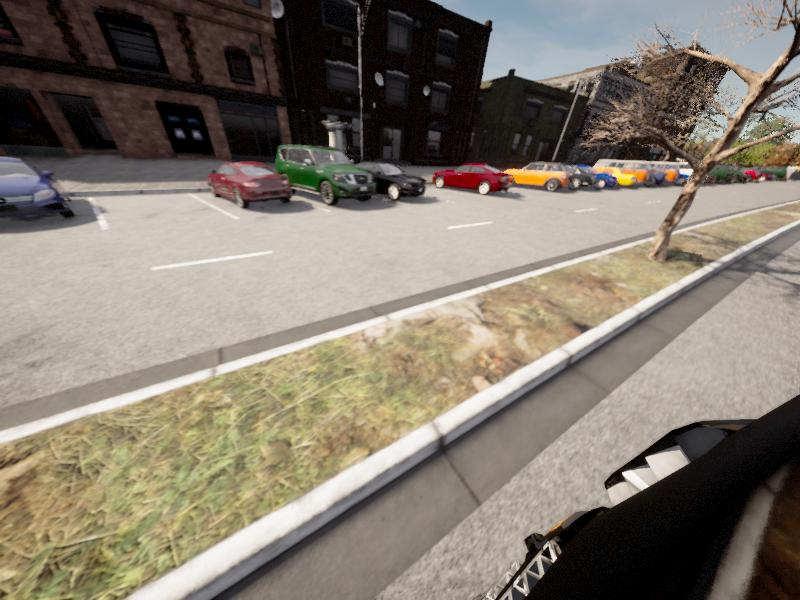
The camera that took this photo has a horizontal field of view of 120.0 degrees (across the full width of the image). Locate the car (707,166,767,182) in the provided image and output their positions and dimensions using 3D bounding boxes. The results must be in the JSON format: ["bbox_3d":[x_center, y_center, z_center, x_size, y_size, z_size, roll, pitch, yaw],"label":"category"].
[{"bbox_3d":[50.121,-18.894,34.543,4.553,1.767,2.185,29,41,35],"label":"car"}]

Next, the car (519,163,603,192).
[{"bbox_3d":[12.430,-9.720,18.106,4.892,1.521,2.231,28,41,34],"label":"car"}]

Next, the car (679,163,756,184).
[{"bbox_3d":[42.052,-17.075,30.966,5.566,2.045,2.435,29,41,34],"label":"car"}]

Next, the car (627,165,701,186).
[{"bbox_3d":[28.568,-13.650,25.245,5.008,1.535,2.097,29,41,34],"label":"car"}]

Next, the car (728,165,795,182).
[{"bbox_3d":[60.902,-21.599,39.183,5.566,2.045,2.435,29,42,35],"label":"car"}]

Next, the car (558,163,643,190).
[{"bbox_3d":[17.658,-11.124,20.614,5.366,1.575,1.946,28,41,34],"label":"car"}]

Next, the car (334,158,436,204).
[{"bbox_3d":[-0.909,-6.282,11.910,5.008,1.535,2.097,27,40,32],"label":"car"}]

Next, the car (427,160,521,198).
[{"bbox_3d":[4.401,-7.681,14.421,5.008,1.535,2.097,27,41,33],"label":"car"}]

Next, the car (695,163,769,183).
[{"bbox_3d":[47.437,-18.363,33.314,5.566,2.045,2.435,29,41,34],"label":"car"}]

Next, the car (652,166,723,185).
[{"bbox_3d":[33.948,-14.940,27.594,5.008,1.535,2.097,29,41,34],"label":"car"}]

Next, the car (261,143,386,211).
[{"bbox_3d":[-3.514,-5.764,10.475,5.566,2.045,2.435,26,40,32],"label":"car"}]

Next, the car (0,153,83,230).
[{"bbox_3d":[-11.419,-3.325,6.728,4.674,1.452,2.002,26,39,31],"label":"car"}]

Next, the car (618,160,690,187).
[{"bbox_3d":[25.972,-13.147,23.881,4.442,1.987,1.878,29,41,34],"label":"car"}]

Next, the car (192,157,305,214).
[{"bbox_3d":[-6.183,-4.800,9.348,4.674,1.452,2.002,26,40,32],"label":"car"}]

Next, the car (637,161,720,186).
[{"bbox_3d":[31.245,-14.513,26.293,5.566,2.045,2.435,29,41,34],"label":"car"}]

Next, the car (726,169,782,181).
[{"bbox_3d":[58.210,-20.698,38.165,4.674,1.452,2.002,29,41,35],"label":"car"}]

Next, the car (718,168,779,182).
[{"bbox_3d":[55.497,-20.088,36.975,5.008,1.535,2.097,29,41,35],"label":"car"}]

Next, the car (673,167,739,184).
[{"bbox_3d":[39.351,-16.193,29.941,4.792,1.488,2.163,29,41,34],"label":"car"}]

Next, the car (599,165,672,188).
[{"bbox_3d":[23.157,-12.340,22.918,4.792,1.488,2.163,28,41,34],"label":"car"}]

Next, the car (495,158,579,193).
[{"bbox_3d":[9.760,-9.148,16.811,4.553,1.767,2.185,28,41,33],"label":"car"}]

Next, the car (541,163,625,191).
[{"bbox_3d":[15.107,-10.398,19.328,5.008,1.535,2.097,28,40,34],"label":"car"}]

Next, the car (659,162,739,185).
[{"bbox_3d":[36.623,-15.803,28.641,5.566,2.045,2.435,29,41,34],"label":"car"}]

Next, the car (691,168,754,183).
[{"bbox_3d":[44.732,-17.483,32.291,4.792,1.488,2.163,29,41,34],"label":"car"}]

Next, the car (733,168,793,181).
[{"bbox_3d":[63.495,-22.111,40.576,5.366,1.575,1.946,29,42,35],"label":"car"}]

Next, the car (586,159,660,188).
[{"bbox_3d":[20.584,-11.849,21.518,4.442,1.987,1.878,28,41,34],"label":"car"}]
